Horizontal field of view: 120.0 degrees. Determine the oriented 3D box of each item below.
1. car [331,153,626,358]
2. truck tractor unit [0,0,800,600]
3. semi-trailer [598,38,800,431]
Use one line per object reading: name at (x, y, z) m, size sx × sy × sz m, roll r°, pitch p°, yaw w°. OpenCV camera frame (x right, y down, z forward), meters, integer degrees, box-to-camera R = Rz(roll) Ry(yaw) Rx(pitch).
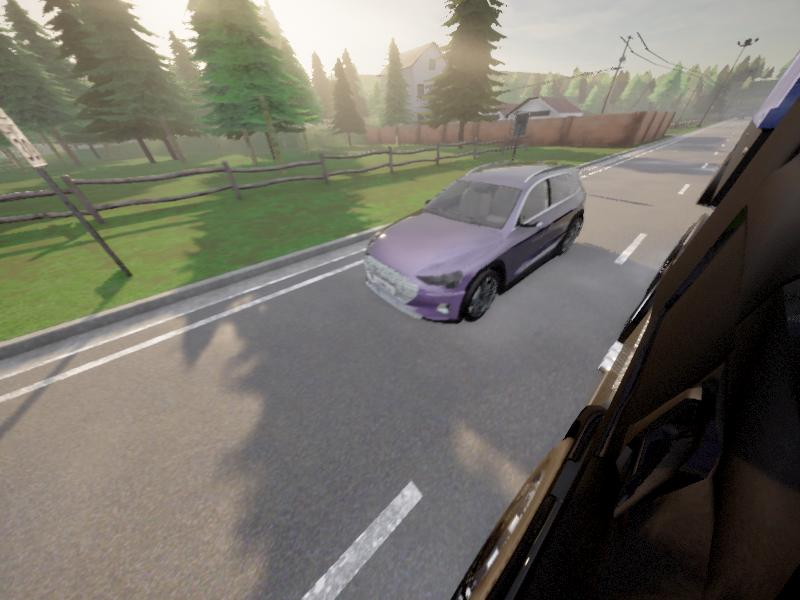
car at (1.636, -1.406, 4.112) m, size 4.856 × 1.649 × 2.033 m, roll -28°, pitch 43°, yaw -30°
truck tractor unit at (2.645, -0.295, 0.351) m, size 6.516 × 4.208 × 3.053 m, roll -28°, pitch 44°, yaw -30°
semi-trailer at (8.691, -3.597, 4.254) m, size 14.254 × 4.402 × 2.717 m, roll -28°, pitch 43°, yaw -30°
